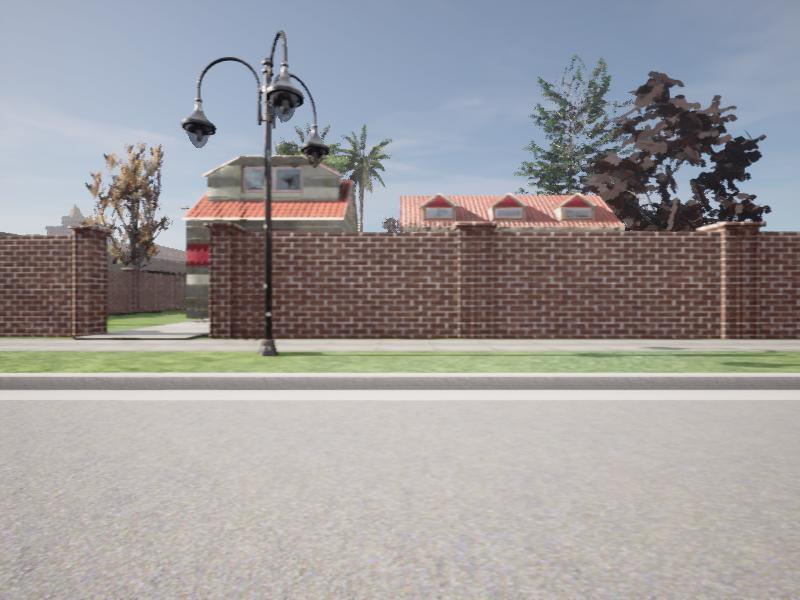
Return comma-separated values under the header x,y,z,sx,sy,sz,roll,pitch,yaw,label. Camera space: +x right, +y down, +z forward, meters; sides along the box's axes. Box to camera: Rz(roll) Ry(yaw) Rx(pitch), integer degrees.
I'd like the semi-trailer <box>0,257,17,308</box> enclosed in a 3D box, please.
x,y,z,sx,sy,sz,roll,pitch,yaw,label
-35.626,-1.421,28.311,2.717,4.402,14.254,0,1,3,semi-trailer

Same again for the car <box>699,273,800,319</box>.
x,y,z,sx,sy,sz,roll,pitch,yaw,label
15.287,-0.131,16.496,2.152,1.636,5.027,0,0,0,car
